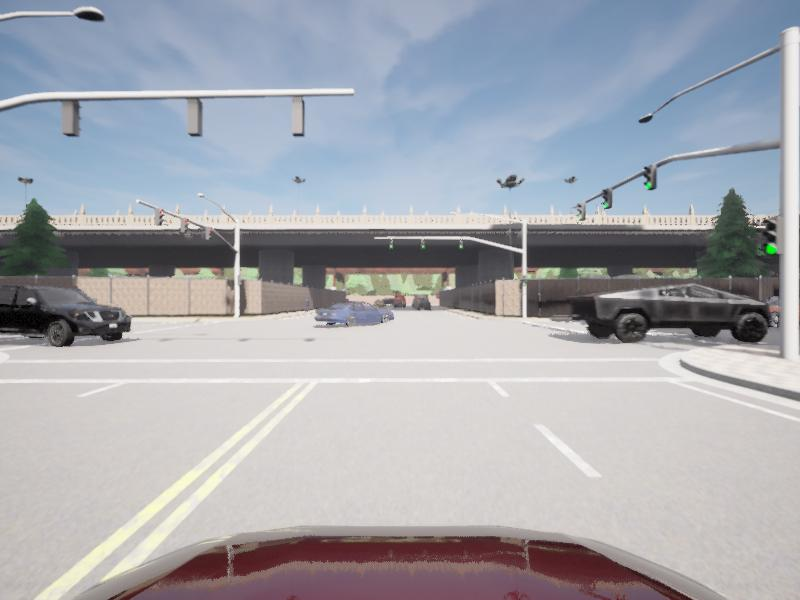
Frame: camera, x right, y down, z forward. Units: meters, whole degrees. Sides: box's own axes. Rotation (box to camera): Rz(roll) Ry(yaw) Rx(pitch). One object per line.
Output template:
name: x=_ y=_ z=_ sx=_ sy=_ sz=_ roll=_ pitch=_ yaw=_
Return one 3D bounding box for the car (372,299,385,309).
car: x=-3.533 y=0.691 z=65.448 sx=1.801 sy=1.575 sz=5.366 roll=0 pitch=0 yaw=0

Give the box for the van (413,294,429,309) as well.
van: x=3.468 y=0.263 z=66.956 sx=2.351 sy=2.431 sz=6.366 roll=0 pitch=0 yaw=0

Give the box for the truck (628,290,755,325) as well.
truck: x=18.190 y=0.444 z=25.258 sx=6.274 sy=2.098 sz=2.390 roll=0 pitch=0 yaw=0

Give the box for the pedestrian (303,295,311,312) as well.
pedestrian: x=-10.809 y=0.405 z=46.620 sx=0.751 sy=1.860 sz=0.751 roll=0 pitch=0 yaw=1

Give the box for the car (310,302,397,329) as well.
car: x=-2.638 y=0.823 z=24.008 sx=2.033 sy=1.411 sz=5.357 roll=0 pitch=0 yaw=37

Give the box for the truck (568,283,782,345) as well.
truck: x=9.831 y=0.471 z=14.771 sx=6.274 sy=2.098 sz=2.390 roll=0 pitch=0 yaw=0

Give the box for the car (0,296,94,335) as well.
car: x=-17.213 y=0.670 z=18.370 sx=4.611 sy=1.667 sz=2.242 roll=0 pitch=0 yaw=-2

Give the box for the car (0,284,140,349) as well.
car: x=-12.485 y=0.507 z=14.131 sx=5.566 sy=2.045 sz=2.150 roll=0 pitch=0 yaw=10

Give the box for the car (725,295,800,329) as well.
car: x=20.826 y=0.602 z=21.754 sx=4.553 sy=1.767 sz=2.097 roll=0 pitch=0 yaw=0
